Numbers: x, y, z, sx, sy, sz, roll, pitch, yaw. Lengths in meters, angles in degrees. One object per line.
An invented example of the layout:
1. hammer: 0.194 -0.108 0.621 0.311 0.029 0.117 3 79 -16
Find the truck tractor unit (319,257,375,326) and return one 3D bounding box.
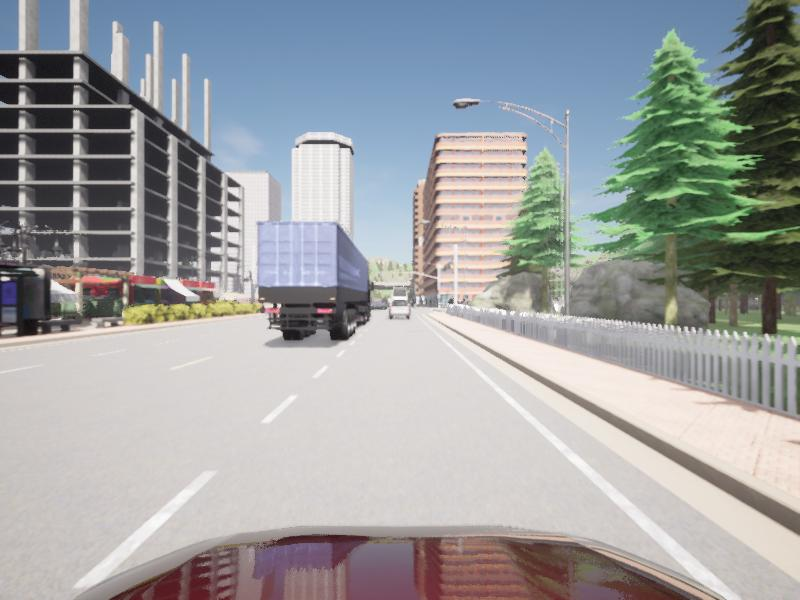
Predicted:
1. truck tractor unit: -3.425 -0.513 27.613 3.053 4.208 6.516 0 0 -1

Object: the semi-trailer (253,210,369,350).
1. semi-trailer: -3.326 -0.616 19.701 2.717 4.402 14.254 0 0 -1

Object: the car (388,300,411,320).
1. car: -0.023 0.791 34.092 1.851 1.617 3.988 0 0 0

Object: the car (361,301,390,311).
1. car: -3.721 0.880 60.040 2.033 1.411 5.357 0 0 -33

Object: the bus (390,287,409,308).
1. bus: -0.187 -0.525 88.792 3.944 4.253 10.273 0 0 0

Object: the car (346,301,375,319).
1. car: -3.526 0.839 36.189 2.128 1.511 4.902 0 0 0
